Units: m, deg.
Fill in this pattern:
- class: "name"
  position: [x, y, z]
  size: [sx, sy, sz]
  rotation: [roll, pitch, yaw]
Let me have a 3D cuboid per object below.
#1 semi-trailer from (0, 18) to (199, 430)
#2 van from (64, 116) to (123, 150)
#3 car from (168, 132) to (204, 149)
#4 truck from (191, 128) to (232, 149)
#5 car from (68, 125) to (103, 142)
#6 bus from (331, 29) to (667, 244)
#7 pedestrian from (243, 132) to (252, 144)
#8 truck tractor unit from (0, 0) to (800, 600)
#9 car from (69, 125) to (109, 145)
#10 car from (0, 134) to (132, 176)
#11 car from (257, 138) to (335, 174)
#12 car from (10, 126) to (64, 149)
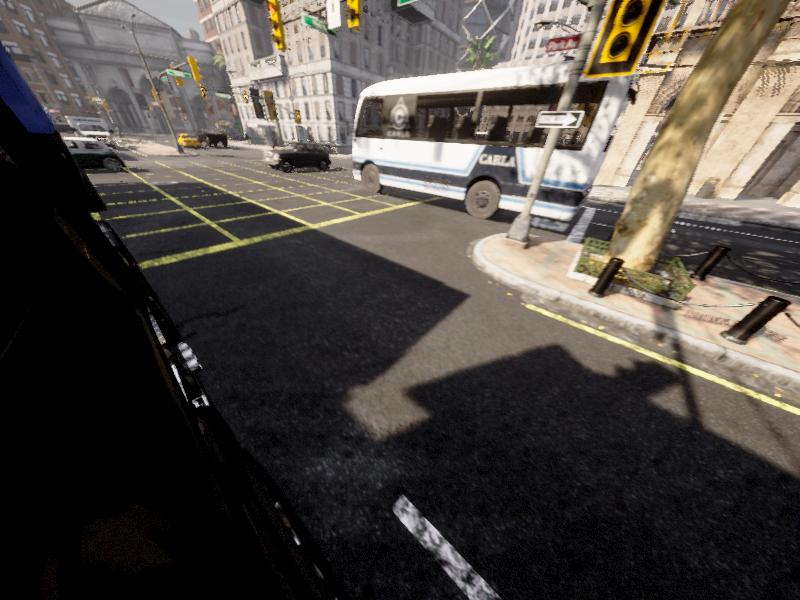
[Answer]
- class: "semi-trailer"
  position: [-8.676, -3.553, 4.350]
  size: [14.254, 4.402, 2.717]
  rotation: [27, 41, 31]
- class: "van"
  position: [-30.514, -16.609, 22.979]
  size: [6.366, 2.431, 2.351]
  rotation: [27, 41, 30]
- class: "car"
  position: [-27.825, -20.762, 30.017]
  size: [5.366, 1.575, 1.801]
  rotation: [27, 41, 30]
- class: "truck"
  position: [-27.170, -23.227, 33.202]
  size: [6.274, 2.098, 2.390]
  rotation: [27, 41, 30]
- class: "car"
  position: [-41.907, -22.161, 30.748]
  size: [4.902, 1.511, 2.128]
  rotation: [28, 41, 31]
- class: "bus"
  position: [2.247, -6.221, 9.447]
  size: [10.273, 4.253, 3.944]
  rotation: [27, 41, 30]
- class: "pedestrian"
  position: [-28.340, -30.028, 42.864]
  size: [0.751, 1.860, 0.751]
  rotation: [31, 43, 33]
- class: "truck tractor unit"
  position: [-2.645, -0.295, 0.351]
  size: [6.516, 4.208, 3.053]
  rotation: [28, 44, 30]
- class: "car"
  position: [-36.419, -19.331, 27.068]
  size: [4.856, 1.649, 2.033]
  rotation: [27, 41, 30]
- class: "car"
  position: [-16.760, -7.279, 11.598]
  size: [1.970, 1.475, 3.806]
  rotation: [27, 41, 30]
- class: "car"
  position: [-7.278, -10.427, 16.733]
  size: [1.932, 1.855, 4.605]
  rotation: [27, 40, 30]
- class: "car"
  position: [-32.426, -14.577, 20.756]
  size: [5.357, 1.411, 2.033]
  rotation: [27, 41, 30]
